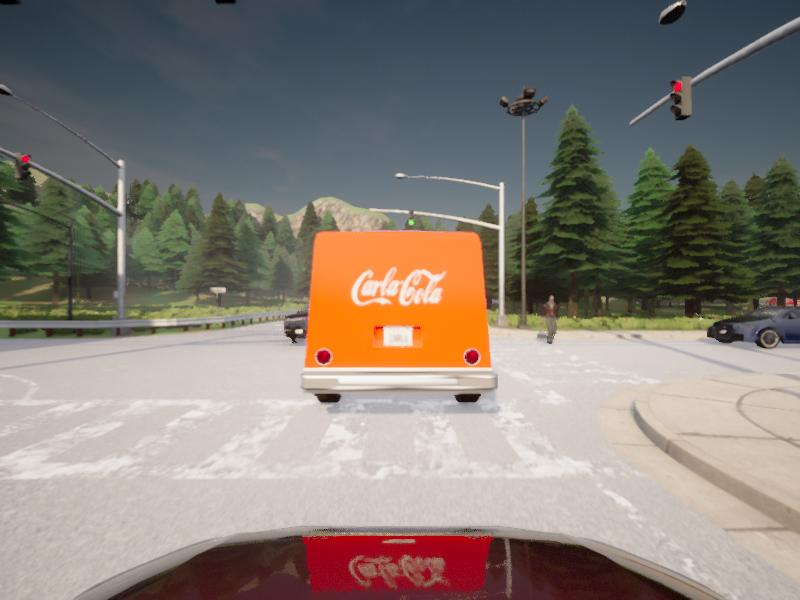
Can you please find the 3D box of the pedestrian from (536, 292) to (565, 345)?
[{"bbox_3d":[5.422,0.664,14.433,0.751,1.860,0.751,0,0,1],"label":"pedestrian"}]

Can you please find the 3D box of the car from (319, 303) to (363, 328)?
[{"bbox_3d":[-3.614,0.893,25.391,2.033,1.411,5.357,0,0,0],"label":"car"}]

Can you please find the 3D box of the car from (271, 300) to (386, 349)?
[{"bbox_3d":[-2.572,0.860,15.828,2.128,1.511,4.902,-5,-2,21],"label":"car"}]

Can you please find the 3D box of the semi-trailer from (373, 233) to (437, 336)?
[{"bbox_3d":[-0.104,-0.625,24.361,2.717,4.402,14.254,1,0,-2],"label":"semi-trailer"}]

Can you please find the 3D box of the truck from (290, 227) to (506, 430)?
[{"bbox_3d":[-0.032,0.358,7.464,2.627,2.467,5.204,0,0,0],"label":"truck"}]

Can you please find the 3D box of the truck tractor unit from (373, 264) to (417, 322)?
[{"bbox_3d":[-0.253,-0.517,32.264,3.053,4.208,6.516,0,0,4],"label":"truck tractor unit"}]

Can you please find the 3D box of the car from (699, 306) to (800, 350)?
[{"bbox_3d":[13.409,0.934,14.116,4.181,1.385,1.994,0,0,1],"label":"car"}]

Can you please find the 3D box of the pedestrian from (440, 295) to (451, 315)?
[{"bbox_3d":[4.226,0.482,37.297,0.751,1.860,0.751,0,0,-30],"label":"pedestrian"}]
